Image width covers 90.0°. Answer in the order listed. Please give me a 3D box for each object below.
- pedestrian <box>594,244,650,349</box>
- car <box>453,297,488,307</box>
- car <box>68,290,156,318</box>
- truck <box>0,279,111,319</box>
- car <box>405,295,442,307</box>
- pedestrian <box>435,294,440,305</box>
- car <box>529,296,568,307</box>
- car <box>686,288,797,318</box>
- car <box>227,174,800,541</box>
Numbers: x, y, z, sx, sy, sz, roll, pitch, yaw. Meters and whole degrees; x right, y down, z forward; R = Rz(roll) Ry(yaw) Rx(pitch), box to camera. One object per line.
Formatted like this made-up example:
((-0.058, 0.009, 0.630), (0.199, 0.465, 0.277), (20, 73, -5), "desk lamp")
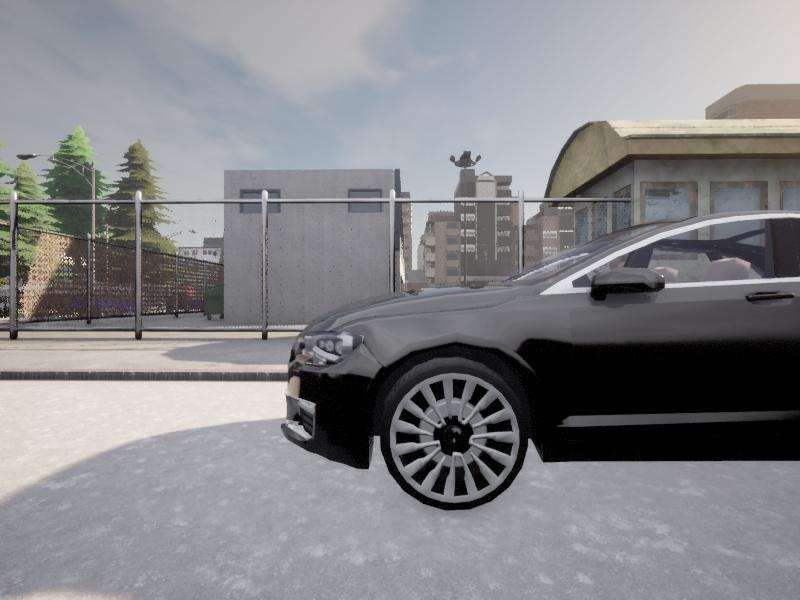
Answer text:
((4.147, -0.067, 7.527), (0.751, 1.860, 0.751), (0, 0, 15), "pedestrian")
((9.808, 0.270, 56.091), (4.674, 1.442, 1.812), (0, 0, 1), "car")
((-17.154, 0.228, 24.142), (2.007, 1.525, 4.514), (0, 0, 1), "car")
((-21.153, -0.059, 24.391), (2.390, 2.098, 6.274), (0, 0, 1), "truck")
((3.273, 0.171, 56.275), (5.238, 1.638, 1.930), (0, 0, 2), "car")
((5.915, -0.067, 63.796), (0.751, 1.860, 0.751), (0, 0, 7), "pedestrian")
((22.154, 0.180, 59.837), (5.027, 1.651, 2.152), (0, 0, 1), "car")
((17.629, 0.159, 20.794), (4.193, 1.474, 1.816), (0, 0, 1), "car")
((1.742, 0.236, 2.706), (4.902, 1.511, 2.128), (0, 0, 1), "car")
